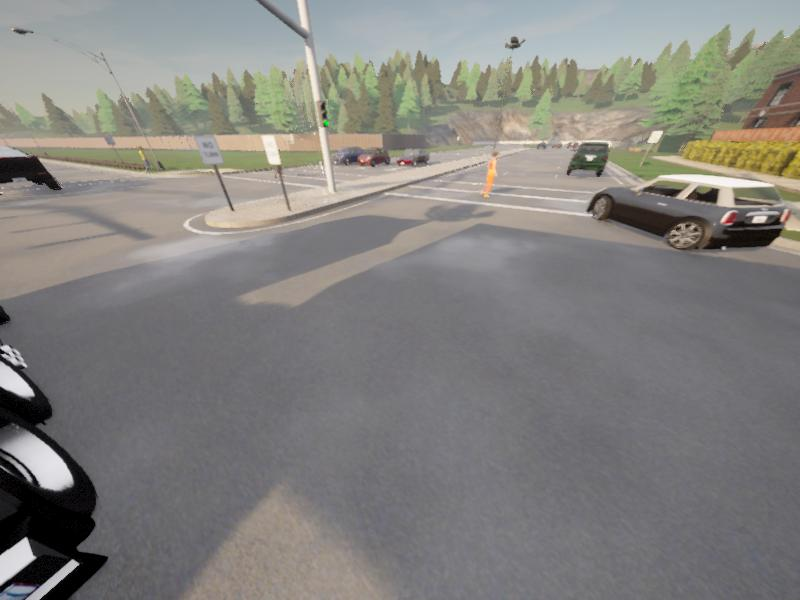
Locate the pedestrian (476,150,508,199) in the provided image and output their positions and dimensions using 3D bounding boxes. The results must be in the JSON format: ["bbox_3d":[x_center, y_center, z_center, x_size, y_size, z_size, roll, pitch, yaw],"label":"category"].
[{"bbox_3d":[4.081,-5.636,10.390,0.751,1.860,0.751,-4,35,-5],"label":"pedestrian"}]

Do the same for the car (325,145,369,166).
[{"bbox_3d":[-5.657,-15.966,25.412,2.097,1.767,4.553,18,39,25],"label":"car"}]

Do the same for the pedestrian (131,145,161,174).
[{"bbox_3d":[-19.492,-10.820,17.770,0.751,1.860,0.751,-24,41,-30],"label":"pedestrian"}]

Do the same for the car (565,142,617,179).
[{"bbox_3d":[14.326,-10.820,17.629,2.150,2.045,5.566,19,39,26],"label":"car"}]

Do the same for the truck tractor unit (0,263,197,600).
[{"bbox_3d":[-5.110,-0.303,0.781,6.516,4.208,3.053,18,39,24],"label":"truck tractor unit"}]

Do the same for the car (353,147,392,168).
[{"bbox_3d":[-2.709,-14.824,23.910,1.851,1.617,3.988,18,39,25],"label":"car"}]

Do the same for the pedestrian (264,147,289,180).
[{"bbox_3d":[-8.392,-9.331,15.805,0.751,1.860,0.751,18,39,25],"label":"pedestrian"}]

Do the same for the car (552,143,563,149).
[{"bbox_3d":[41.700,-40.887,61.235,1.895,1.301,4.718,19,39,25],"label":"car"}]

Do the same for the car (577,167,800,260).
[{"bbox_3d":[7.564,-2.662,6.467,1.970,1.475,3.806,-3,35,-4],"label":"car"}]

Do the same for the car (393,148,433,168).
[{"bbox_3d":[1.440,-14.864,24.043,2.163,1.488,4.792,18,39,25],"label":"car"}]

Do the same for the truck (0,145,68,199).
[{"bbox_3d":[-21.631,-7.136,12.598,6.274,2.098,2.390,18,39,24],"label":"truck"}]
